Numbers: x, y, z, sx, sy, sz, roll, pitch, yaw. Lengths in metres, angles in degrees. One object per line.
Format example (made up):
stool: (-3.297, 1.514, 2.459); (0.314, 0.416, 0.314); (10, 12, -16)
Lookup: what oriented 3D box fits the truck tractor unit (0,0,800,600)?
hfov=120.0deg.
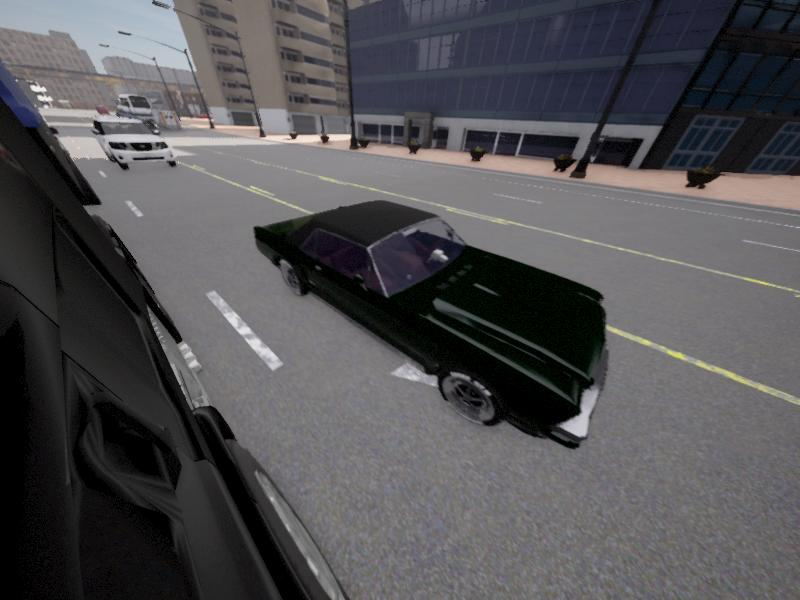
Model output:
truck tractor unit: (-2.645, -0.295, 0.351); (6.516, 4.208, 3.053); (28, 44, 30)

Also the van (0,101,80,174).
van: (-18.467, -8.004, 11.174); (6.366, 2.431, 2.351); (28, 44, 30)

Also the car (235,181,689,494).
car: (0.005, -0.424, 3.135); (4.718, 1.301, 1.895); (28, 44, 30)

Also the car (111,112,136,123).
car: (-53.793, -35.501, 44.857); (5.357, 1.411, 2.033); (30, 45, 28)

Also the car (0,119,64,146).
car: (-29.571, -13.559, 18.666); (4.902, 1.511, 2.128); (28, 44, 30)

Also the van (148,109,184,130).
van: (-40.370, -31.052, 39.796); (6.366, 2.431, 2.351); (30, 45, 28)

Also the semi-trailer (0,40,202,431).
semi-trailer: (-8.724, -3.584, 4.209); (14.254, 4.402, 2.717); (28, 44, 30)

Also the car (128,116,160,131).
car: (-40.511, -27.935, 36.545); (4.902, 1.511, 2.128); (30, 44, 29)

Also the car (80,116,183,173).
car: (-14.098, -8.267, 12.112); (5.566, 2.045, 2.150); (28, 43, 29)

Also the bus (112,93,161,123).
bus: (-55.111, -40.158, 48.328); (10.273, 4.253, 3.944); (30, 44, 29)

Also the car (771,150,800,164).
car: (59.469, -20.849, 33.950); (1.837, 1.490, 4.892); (-12, 40, -19)
